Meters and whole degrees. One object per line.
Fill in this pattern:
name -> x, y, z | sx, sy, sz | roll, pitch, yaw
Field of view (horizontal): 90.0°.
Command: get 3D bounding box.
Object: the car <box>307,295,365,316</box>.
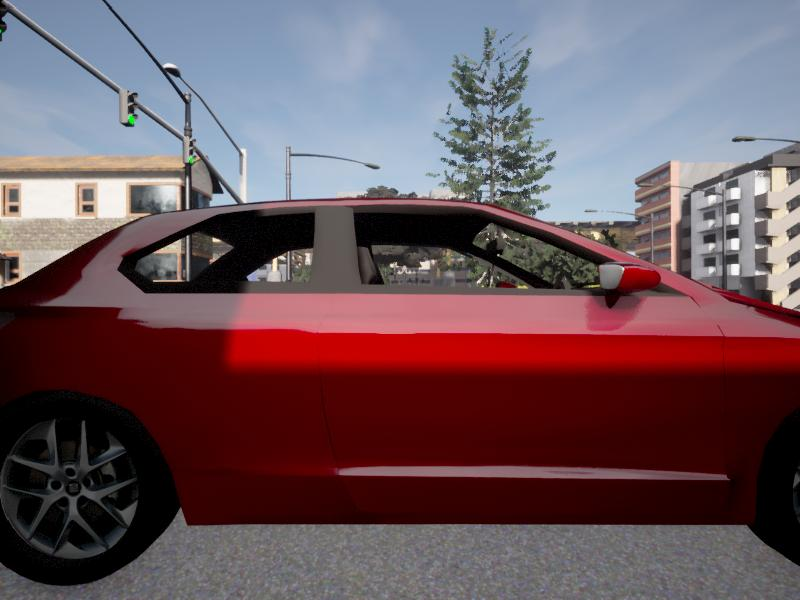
car -> -4.808, 0.357, 29.534 | 1.812, 1.442, 4.674 | 0, 0, -45

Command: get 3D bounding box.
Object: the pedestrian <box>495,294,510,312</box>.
pedestrian -> 7.286, 0.199, 28.356 | 0.751, 1.300, 0.751 | 0, 0, -40

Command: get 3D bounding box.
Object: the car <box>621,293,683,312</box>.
car -> 20.871, 0.221, 33.437 | 2.163, 1.488, 4.792 | 0, 0, 0

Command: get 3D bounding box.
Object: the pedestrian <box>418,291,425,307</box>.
pedestrian -> 2.382, -0.107, 44.672 | 0.751, 1.860, 0.751 | 0, 0, -3

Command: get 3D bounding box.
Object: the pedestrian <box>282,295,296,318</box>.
pedestrian -> -5.536, 0.313, 19.938 | 0.500, 1.100, 0.500 | 0, 0, 42

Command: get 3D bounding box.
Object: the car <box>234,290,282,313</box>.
car -> -13.705, 0.124, 38.408 | 2.150, 2.045, 5.566 | 0, 1, -45

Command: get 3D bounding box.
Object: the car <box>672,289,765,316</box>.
car -> 20.807, 0.147, 26.503 | 2.152, 1.651, 5.027 | 0, 0, 1

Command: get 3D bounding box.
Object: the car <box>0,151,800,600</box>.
car -> 0.276, 0.255, 2.204 | 4.193, 1.474, 1.816 | 0, 0, 0

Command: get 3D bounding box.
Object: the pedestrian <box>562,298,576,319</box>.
pedestrian -> 8.828, 0.433, 20.902 | 0.500, 1.100, 0.500 | 0, 0, -14

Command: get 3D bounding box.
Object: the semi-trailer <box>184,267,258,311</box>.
semi-trailer -> -20.671, -1.047, 45.334 | 14.254, 4.402, 2.717 | 0, 0, 45
